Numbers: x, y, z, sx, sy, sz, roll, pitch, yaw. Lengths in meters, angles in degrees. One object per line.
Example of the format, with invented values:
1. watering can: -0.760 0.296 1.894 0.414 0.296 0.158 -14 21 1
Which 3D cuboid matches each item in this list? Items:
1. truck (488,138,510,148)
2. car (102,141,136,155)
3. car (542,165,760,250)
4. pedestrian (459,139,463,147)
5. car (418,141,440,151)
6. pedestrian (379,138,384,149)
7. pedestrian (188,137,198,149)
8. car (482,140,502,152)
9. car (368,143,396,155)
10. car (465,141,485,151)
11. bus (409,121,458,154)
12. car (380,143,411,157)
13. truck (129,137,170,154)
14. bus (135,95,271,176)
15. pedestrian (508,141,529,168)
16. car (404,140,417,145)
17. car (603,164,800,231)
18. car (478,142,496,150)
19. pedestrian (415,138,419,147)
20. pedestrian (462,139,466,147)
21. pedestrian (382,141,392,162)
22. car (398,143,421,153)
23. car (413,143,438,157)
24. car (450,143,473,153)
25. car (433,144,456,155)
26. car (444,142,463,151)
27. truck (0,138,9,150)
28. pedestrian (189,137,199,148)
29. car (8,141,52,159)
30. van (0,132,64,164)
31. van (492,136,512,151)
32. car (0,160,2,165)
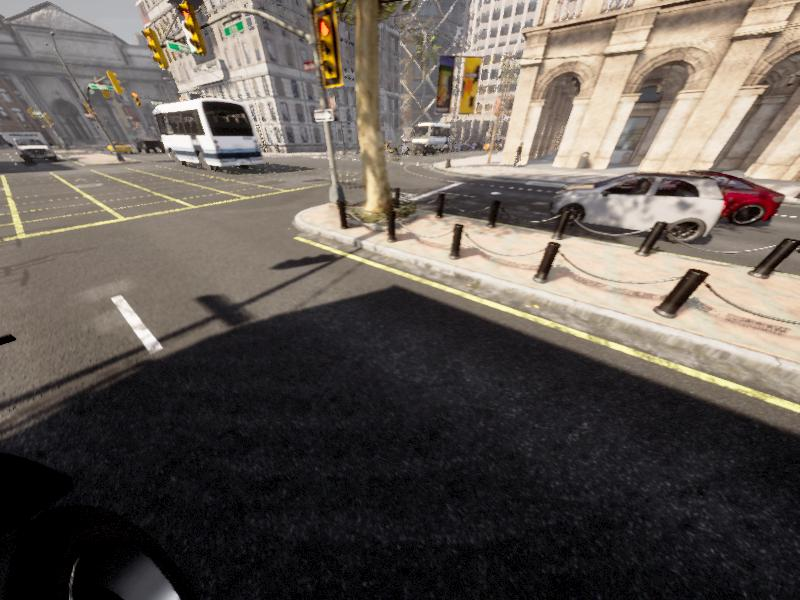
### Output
1. truck: 27.966 -44.469 65.347 6.274 2.098 2.390 -23 41 -29
2. car: -41.238 -22.357 33.883 5.366 1.575 1.801 22 41 28
3. car: 6.580 -2.896 6.738 3.633 1.501 1.845 22 41 28
4. pedestrian: 17.015 -43.888 64.601 0.751 1.860 0.751 22 40 27
5. car: 5.814 -31.100 46.588 2.242 1.667 4.611 23 41 28
6. pedestrian: -3.853 -32.968 48.686 0.751 1.860 0.751 26 42 31
7. pedestrian: -40.973 -31.117 45.754 0.751 1.860 0.751 29 44 34
8. car: 18.513 -30.977 46.413 2.097 1.767 4.553 22 41 28
9. car: -2.776 -23.945 36.571 1.812 1.442 4.674 22 40 28
10. car: 15.734 -32.185 48.251 2.152 1.651 5.027 23 41 28
11. bus: 6.055 -28.735 40.999 3.944 4.253 10.273 22 41 28
12. car: -0.559 -22.277 34.145 2.038 1.542 4.974 22 41 28
13. truck: -39.147 -24.180 36.035 6.274 2.098 2.390 22 41 28
14. bus: -15.713 -12.984 18.495 10.273 4.253 3.944 22 41 28
15. pedestrian: 9.725 -11.940 18.991 0.751 1.860 0.751 -23 41 -29
16. car: 3.817 -57.900 84.803 4.181 1.385 1.994 12 37 16
17. car: 10.158 -3.830 8.232 4.181 1.385 1.994 22 41 28
18. car: 20.097 -35.636 53.377 2.033 1.411 5.357 22 41 28
19. pedestrian: 4.128 -38.788 57.002 0.751 1.860 0.751 19 39 24
20. pedestrian: 18.048 -44.298 65.192 0.751 1.860 0.751 28 43 33
21. pedestrian: -1.393 -16.150 25.130 0.751 1.860 0.751 22 41 28
22. car: 1.761 -27.649 41.988 1.895 1.301 4.718 22 41 28
23. car: 3.784 -22.321 34.298 1.816 1.474 4.193 22 41 28
24. car: 11.612 -28.698 43.472 2.033 1.411 5.357 22 41 28
25. car: 7.503 -25.309 38.719 1.895 1.301 4.718 22 41 28
26. car: 11.122 -31.861 47.836 2.007 1.525 4.514 22 41 28
27. truck: -73.941 -27.000 39.740 6.274 2.098 2.390 -26 43 -32
28. pedestrian: -43.325 -33.110 48.559 0.751 1.860 0.751 17 38 22
29. car: -43.951 -17.854 27.436 4.856 1.649 2.033 22 41 28
30. van: -37.662 -15.622 23.631 6.366 2.431 2.351 22 41 28
31. van: 22.628 -34.659 51.020 1.988 2.561 5.915 22 41 28
32. car: -39.291 -13.401 21.366 5.357 1.411 2.033 22 41 28
